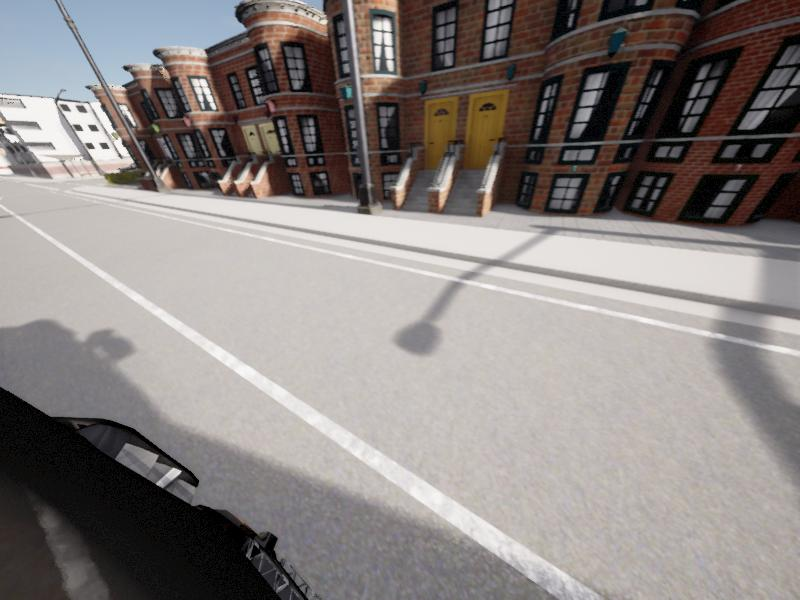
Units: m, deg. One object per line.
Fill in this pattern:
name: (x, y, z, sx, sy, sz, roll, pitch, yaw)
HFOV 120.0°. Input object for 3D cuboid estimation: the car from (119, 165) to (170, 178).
car: (-42.665, -21.661, 38.795, 2.033, 1.411, 5.357, 17, 38, 27)

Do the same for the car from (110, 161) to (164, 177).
car: (-45.596, -22.894, 40.290, 2.150, 2.045, 5.566, 17, 38, 27)
